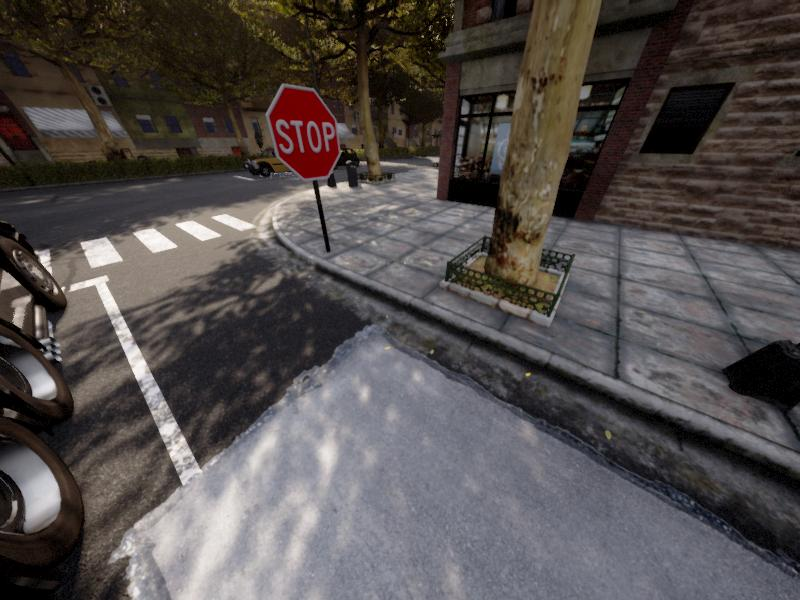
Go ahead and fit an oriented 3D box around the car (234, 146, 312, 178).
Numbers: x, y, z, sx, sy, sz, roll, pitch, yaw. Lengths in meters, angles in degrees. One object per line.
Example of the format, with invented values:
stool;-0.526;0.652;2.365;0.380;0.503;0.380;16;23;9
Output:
car;-9.641;-10.864;18.019;1.932;1.855;4.605;24;41;30

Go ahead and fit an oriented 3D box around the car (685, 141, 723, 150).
car;67.546;-34.503;51.542;4.611;1.667;2.242;24;42;30

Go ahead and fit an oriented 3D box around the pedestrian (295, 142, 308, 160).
pedestrian;-12.027;-18.257;28.357;0.751;1.860;0.751;11;36;16

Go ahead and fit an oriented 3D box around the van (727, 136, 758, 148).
van;87.628;-40.414;59.211;2.351;2.431;6.366;24;42;31

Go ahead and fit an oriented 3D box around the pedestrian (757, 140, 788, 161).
pedestrian;39.239;-15.745;24.359;0.751;1.860;0.751;22;41;29

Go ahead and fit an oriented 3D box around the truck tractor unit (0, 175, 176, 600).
truck tractor unit;-4.951;-0.436;0.974;6.516;4.208;3.053;25;42;31

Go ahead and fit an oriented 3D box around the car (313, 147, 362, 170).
car;-5.840;-13.559;22.095;1.851;1.617;3.988;24;42;31

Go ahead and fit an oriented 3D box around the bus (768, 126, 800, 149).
bus;93.068;-37.853;53.898;3.944;4.253;10.273;24;42;31

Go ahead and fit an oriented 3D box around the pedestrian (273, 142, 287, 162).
pedestrian;-13.962;-17.218;26.880;0.751;1.860;0.751;25;42;31

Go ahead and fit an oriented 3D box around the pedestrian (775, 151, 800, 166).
pedestrian;33.741;-12.301;20.124;0.500;1.100;0.500;23;41;30

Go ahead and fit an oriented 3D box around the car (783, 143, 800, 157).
car;57.518;-21.252;32.725;2.007;1.525;4.514;25;42;32

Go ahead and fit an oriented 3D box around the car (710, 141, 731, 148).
car;84.598;-41.011;60.995;2.033;1.411;5.357;24;42;31
